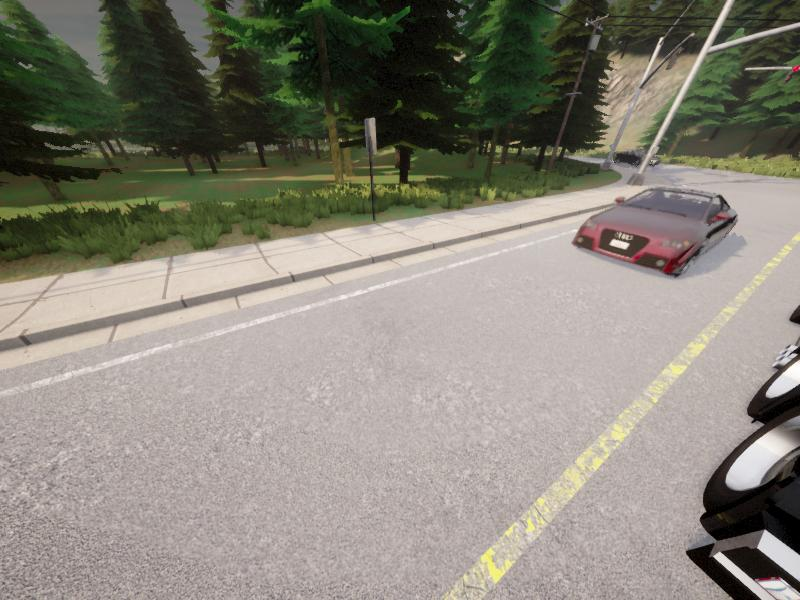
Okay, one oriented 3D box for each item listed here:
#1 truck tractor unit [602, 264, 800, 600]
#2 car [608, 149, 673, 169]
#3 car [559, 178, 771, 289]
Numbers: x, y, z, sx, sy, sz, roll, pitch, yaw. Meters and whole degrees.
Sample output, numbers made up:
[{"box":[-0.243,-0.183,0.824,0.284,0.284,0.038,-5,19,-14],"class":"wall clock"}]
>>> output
[{"box":[5.110,-0.302,0.782,6.516,4.208,3.053,-18,39,-24],"class":"truck tractor unit"},{"box":[24.991,-14.960,24.339,2.128,1.511,4.902,4,35,6],"class":"car"},{"box":[6.269,-1.881,5.546,4.181,1.385,1.994,-19,39,-25],"class":"car"}]
